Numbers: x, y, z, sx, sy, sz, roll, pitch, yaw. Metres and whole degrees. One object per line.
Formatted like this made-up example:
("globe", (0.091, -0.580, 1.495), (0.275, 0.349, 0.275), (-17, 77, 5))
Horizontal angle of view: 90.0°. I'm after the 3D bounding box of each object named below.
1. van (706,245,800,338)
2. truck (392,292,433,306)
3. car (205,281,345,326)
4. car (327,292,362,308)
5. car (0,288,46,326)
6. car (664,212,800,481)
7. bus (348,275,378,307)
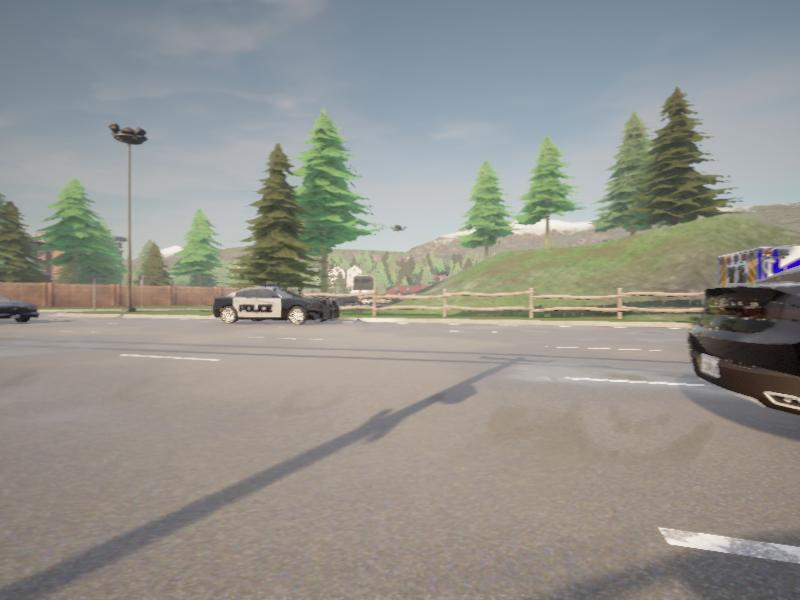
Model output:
("van", (12.728, -0.225, 11.034), (6.366, 2.431, 2.351), (0, 0, 16))
("truck", (2.001, -0.135, 64.835), (6.274, 2.098, 2.390), (0, 0, 16))
("car", (-5.039, 0.145, 16.237), (5.238, 1.638, 1.930), (0, 0, 16))
("car", (-6.396, 0.030, 46.762), (2.097, 1.767, 4.553), (0, 0, 21))
("car", (-17.397, 0.257, 16.207), (5.357, 1.411, 2.033), (0, 0, 16))
("car", (4.733, 0.245, 2.437), (4.892, 1.490, 1.837), (0, 0, 16))
("bus", (-5.595, -1.213, 58.387), (3.944, 4.253, 10.273), (0, 0, -7))
